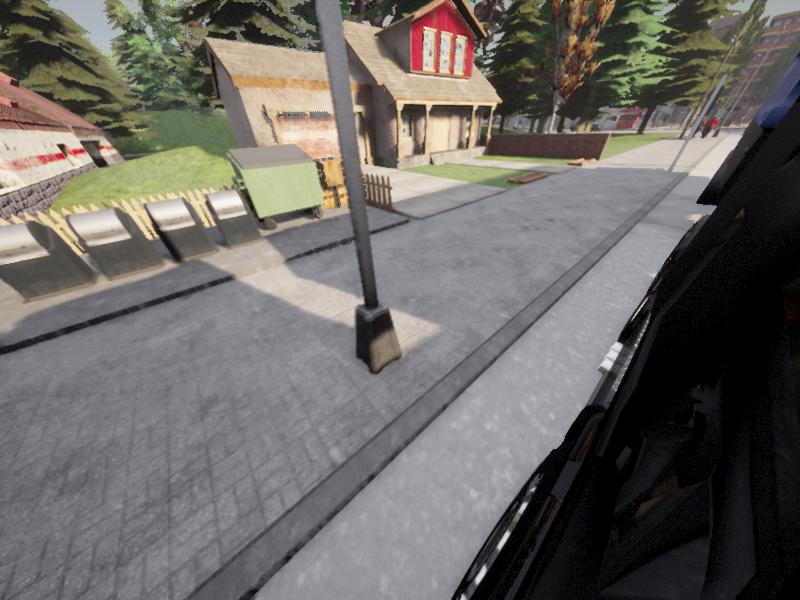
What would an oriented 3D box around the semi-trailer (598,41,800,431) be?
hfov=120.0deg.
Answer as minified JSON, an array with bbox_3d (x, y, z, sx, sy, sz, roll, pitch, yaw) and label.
[{"bbox_3d":[8.691,-3.616,4.225,14.254,4.402,2.717,-28,44,-30],"label":"semi-trailer"}]

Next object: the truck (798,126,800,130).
[{"bbox_3d":[50.972,-20.378,25.792,2.390,2.098,6.274,-28,44,-30],"label":"truck"}]

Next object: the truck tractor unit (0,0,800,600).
[{"bbox_3d":[2.645,-0.295,0.351,6.516,4.208,3.053,-28,44,-30],"label":"truck tractor unit"}]

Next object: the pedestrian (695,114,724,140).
[{"bbox_3d":[28.068,-15.698,20.999,0.751,1.860,0.751,26,45,33],"label":"pedestrian"}]

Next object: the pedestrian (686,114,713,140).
[{"bbox_3d":[27.771,-16.044,21.478,0.751,1.860,0.751,26,46,33],"label":"pedestrian"}]

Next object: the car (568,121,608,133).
[{"bbox_3d":[34.203,-31.660,42.270,2.152,1.651,5.027,-28,44,-30],"label":"car"}]
